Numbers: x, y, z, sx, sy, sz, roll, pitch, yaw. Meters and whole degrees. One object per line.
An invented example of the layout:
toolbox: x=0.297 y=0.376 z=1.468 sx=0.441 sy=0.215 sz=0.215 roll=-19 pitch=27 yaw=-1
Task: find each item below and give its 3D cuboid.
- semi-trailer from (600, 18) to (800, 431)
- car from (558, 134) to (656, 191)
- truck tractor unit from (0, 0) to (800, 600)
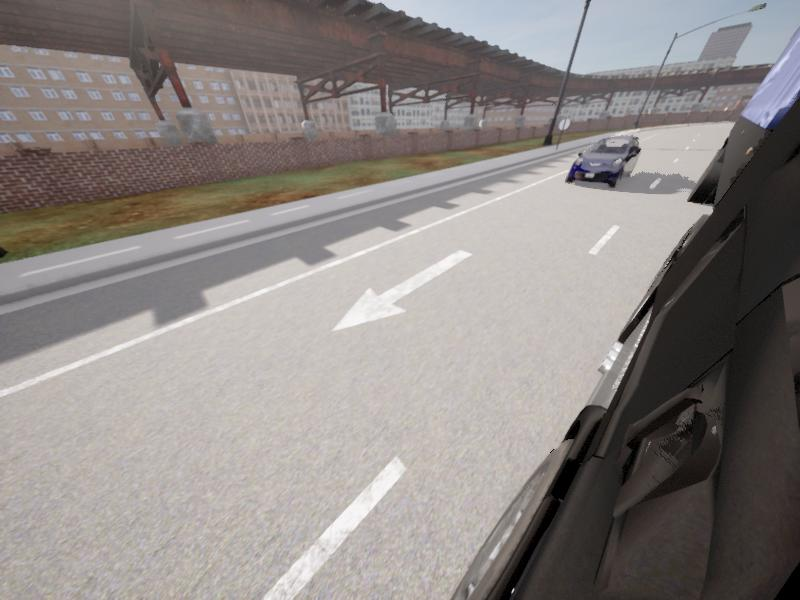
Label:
semi-trailer: x=8.579 y=-3.702 z=4.316 sx=14.254 sy=4.402 sz=2.717 roll=-30 pitch=45 yaw=-31
car: x=8.354 y=-5.667 z=9.329 sx=3.633 sy=1.501 sz=1.845 roll=-31 pitch=45 yaw=-32
truck tractor unit: x=2.645 y=-0.295 z=0.351 sx=6.516 sy=4.208 sz=3.053 roll=-28 pitch=44 yaw=-30
